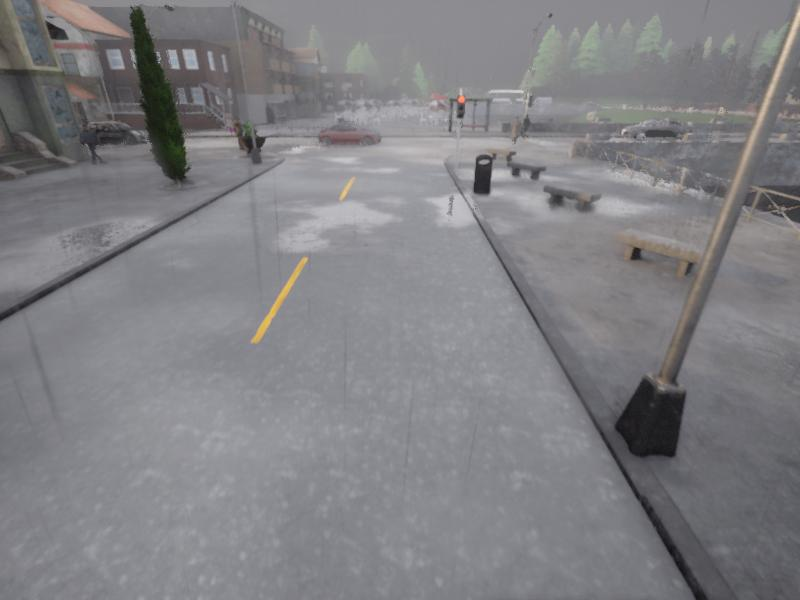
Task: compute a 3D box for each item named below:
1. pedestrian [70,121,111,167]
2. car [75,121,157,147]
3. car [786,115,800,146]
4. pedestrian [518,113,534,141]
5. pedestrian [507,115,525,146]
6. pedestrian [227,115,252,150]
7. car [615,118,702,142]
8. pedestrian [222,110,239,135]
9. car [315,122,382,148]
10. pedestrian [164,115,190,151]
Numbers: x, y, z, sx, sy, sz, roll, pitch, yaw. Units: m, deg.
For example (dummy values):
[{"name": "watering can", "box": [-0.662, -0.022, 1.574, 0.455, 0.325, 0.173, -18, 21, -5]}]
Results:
[{"name": "pedestrian", "box": [-14.165, -7.162, 18.370, 0.751, 1.860, 0.751, -3, 27, -6]}, {"name": "car", "box": [-18.977, -11.190, 26.915, 3.806, 1.475, 1.970, 0, 27, 0]}, {"name": "car", "box": [28.717, -11.200, 26.492, 3.866, 1.878, 1.905, 0, 27, 0]}, {"name": "pedestrian", "box": [9.336, -12.869, 29.727, 0.751, 1.860, 0.751, 0, 27, -1]}, {"name": "pedestrian", "box": [7.665, -11.210, 26.485, 0.751, 1.860, 0.751, 0, 27, 0]}, {"name": "pedestrian", "box": [-9.531, -9.935, 23.763, 0.751, 1.860, 0.751, 8, 28, 16]}, {"name": "car", "box": [19.314, -12.854, 30.138, 4.902, 1.511, 2.128, 1, 27, 1]}, {"name": "pedestrian", "box": [-13.852, -14.502, 32.686, 0.751, 1.860, 0.751, -19, 32, -32]}, {"name": "car", "box": [-3.371, -11.092, 26.842, 4.181, 1.385, 1.994, 0, 27, 0]}, {"name": "pedestrian", "box": [-13.168, -9.864, 23.624, 0.751, 1.860, 0.751, 22, 34, 36]}]
